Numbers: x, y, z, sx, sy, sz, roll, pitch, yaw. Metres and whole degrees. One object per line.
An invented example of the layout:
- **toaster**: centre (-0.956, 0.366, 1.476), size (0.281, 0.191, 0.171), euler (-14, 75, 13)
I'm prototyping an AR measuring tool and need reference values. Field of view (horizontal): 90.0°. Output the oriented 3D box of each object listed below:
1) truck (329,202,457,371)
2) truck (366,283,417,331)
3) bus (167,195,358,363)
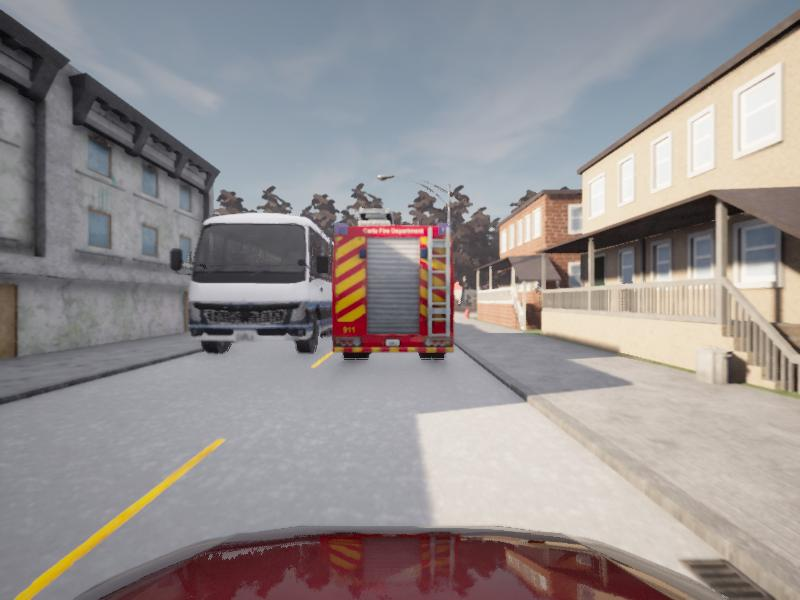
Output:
- **truck**: centre (-0.116, -0.307, 13.296), size (2.891, 3.827, 8.468), euler (0, 0, 1)
- **truck**: centre (-0.345, 0.378, 23.352), size (2.627, 2.467, 5.204), euler (0, 0, 2)
- **bus**: centre (-4.005, -0.518, 15.274), size (3.944, 4.253, 10.273), euler (0, 0, -1)
